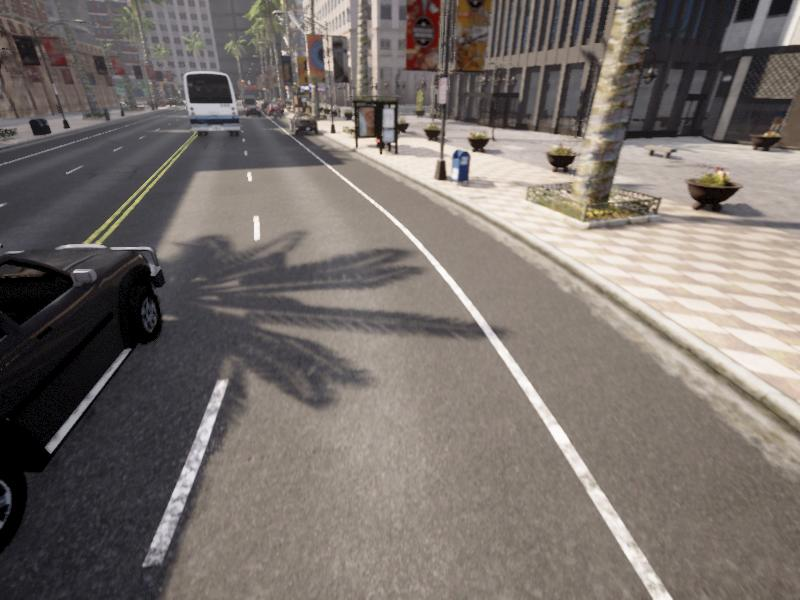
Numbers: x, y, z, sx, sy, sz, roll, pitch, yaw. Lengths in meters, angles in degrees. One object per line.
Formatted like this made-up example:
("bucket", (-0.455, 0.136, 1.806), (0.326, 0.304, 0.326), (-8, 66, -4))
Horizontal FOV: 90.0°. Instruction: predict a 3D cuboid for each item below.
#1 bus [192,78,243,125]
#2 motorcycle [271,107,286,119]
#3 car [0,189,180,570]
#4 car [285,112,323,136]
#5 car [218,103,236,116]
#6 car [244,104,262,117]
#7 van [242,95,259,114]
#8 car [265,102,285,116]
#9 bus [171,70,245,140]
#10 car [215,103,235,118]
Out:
("bus", (-20.039, -22.161, 44.496), (3.944, 4.253, 10.273), (-9, 29, -18))
("motorcycle", (-15.656, -24.064, 51.546), (0.764, 1.277, 2.356), (5, 28, 9))
("car", (-3.993, 0.455, 3.589), (1.932, 1.855, 4.605), (-3, 28, -8))
("car", (-8.007, -14.670, 33.158), (2.231, 1.521, 4.892), (-9, 29, -18))
("car", (-26.813, -29.674, 62.082), (2.152, 1.651, 5.027), (-9, 29, -17))
("car", (-20.354, -26.214, 55.278), (2.038, 1.542, 4.974), (-9, 28, -18))
("van", (-23.886, -31.243, 63.812), (1.988, 2.561, 5.915), (-9, 29, -17))
("car", (-18.023, -27.531, 57.595), (2.185, 1.767, 4.553), (-9, 29, -18))
("bus", (-14.951, -15.700, 32.074), (3.944, 4.253, 10.273), (-9, 29, -18))
("car", (-24.056, -26.235, 55.189), (2.152, 1.651, 5.027), (-9, 29, -18))
